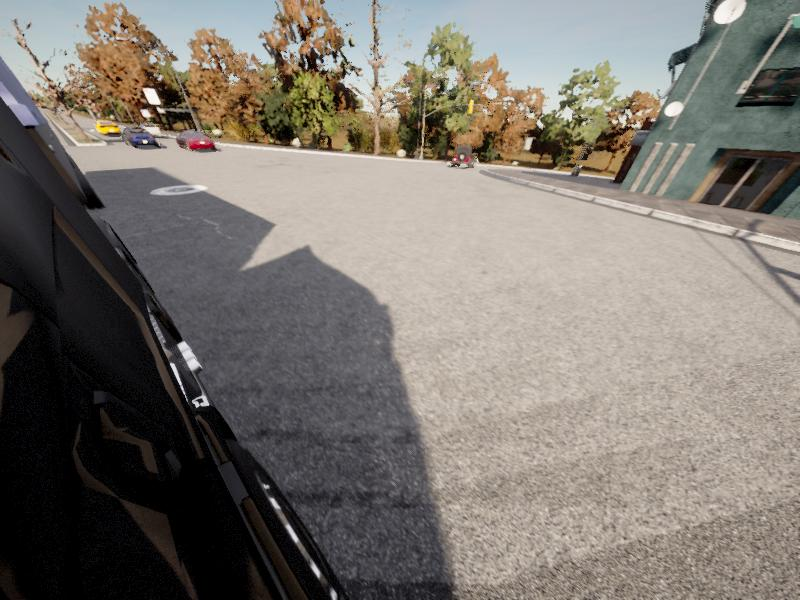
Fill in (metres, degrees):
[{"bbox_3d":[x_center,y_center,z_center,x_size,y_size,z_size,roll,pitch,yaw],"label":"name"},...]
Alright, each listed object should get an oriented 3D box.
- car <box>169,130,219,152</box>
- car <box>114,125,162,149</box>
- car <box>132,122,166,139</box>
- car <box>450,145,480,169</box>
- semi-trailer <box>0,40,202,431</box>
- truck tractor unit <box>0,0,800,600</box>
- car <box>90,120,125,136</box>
[{"bbox_3d":[-18.327,-14.213,20.566,4.181,1.385,1.994,28,44,29],"label":"car"},{"bbox_3d":[-23.527,-14.654,20.751,4.193,1.474,1.816,28,44,29],"label":"car"},{"bbox_3d":[-31.232,-21.139,28.770,3.633,1.501,1.845,28,44,29],"label":"car"},{"bbox_3d":[6.716,-14.697,23.844,1.905,1.878,3.866,18,34,18],"label":"car"},{"bbox_3d":[-8.725,-3.530,4.285,14.254,4.402,2.717,27,43,30],"label":"semi-trailer"},{"bbox_3d":[-2.645,-0.295,0.351,6.516,4.208,3.053,28,44,30],"label":"truck tractor unit"},{"bbox_3d":[-37.958,-22.335,29.989,5.008,1.535,1.882,28,44,30],"label":"car"}]
